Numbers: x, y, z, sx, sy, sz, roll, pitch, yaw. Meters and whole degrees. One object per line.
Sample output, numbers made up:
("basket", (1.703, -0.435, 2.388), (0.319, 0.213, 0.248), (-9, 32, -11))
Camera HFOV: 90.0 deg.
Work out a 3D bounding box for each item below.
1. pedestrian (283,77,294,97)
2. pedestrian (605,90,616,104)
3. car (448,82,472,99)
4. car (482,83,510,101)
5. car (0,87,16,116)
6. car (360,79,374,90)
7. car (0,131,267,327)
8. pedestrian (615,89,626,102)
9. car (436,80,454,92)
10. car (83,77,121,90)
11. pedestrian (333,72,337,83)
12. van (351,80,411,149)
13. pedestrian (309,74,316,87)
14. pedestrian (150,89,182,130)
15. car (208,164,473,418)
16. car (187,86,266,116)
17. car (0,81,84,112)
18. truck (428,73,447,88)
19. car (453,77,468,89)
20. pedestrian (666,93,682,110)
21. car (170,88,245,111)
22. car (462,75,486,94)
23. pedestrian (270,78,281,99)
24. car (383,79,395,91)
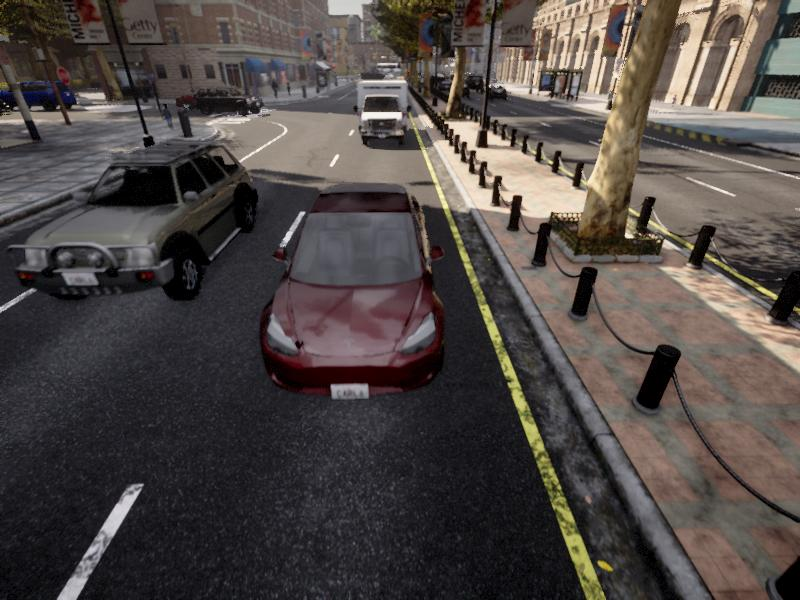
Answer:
("pedestrian", (-12.230, -23.348, 43.890), (0.751, 1.860, 0.751), (-2, 30, -4))
("pedestrian", (18.654, -17.966, 35.418), (0.500, 1.100, 0.500), (4, 30, 7))
("car", (6.664, -23.606, 45.052), (1.837, 1.490, 4.892), (-1, 31, -1))
("car", (10.204, -22.374, 42.954), (1.970, 1.475, 3.806), (0, 30, -1))
("car", (-31.133, -14.176, 28.571), (4.553, 1.767, 2.097), (-6, 31, -10))
("car", (-5.217, -34.203, 63.412), (1.895, 1.301, 4.718), (-1, 30, -1))
("car", (-4.052, -1.603, 6.922), (1.932, 1.855, 4.605), (-1, 30, -1))
("pedestrian", (20.670, -19.169, 37.482), (0.500, 1.100, 0.500), (5, 31, 8))
("car", (6.408, -30.761, 57.427), (1.994, 1.385, 4.181), (-1, 30, -1))
("car", (-46.774, -34.135, 62.956), (1.930, 1.638, 5.238), (-1, 30, -1))
("pedestrian", (-13.504, -46.264, 83.199), (0.751, 1.860, 0.751), (-1, 30, -2))
("van", (-0.812, -9.126, 19.283), (2.351, 2.431, 6.366), (-1, 30, -1))
("pedestrian", (-14.080, -35.127, 64.095), (0.751, 1.860, 0.751), (2, 30, 3))
("pedestrian", (-12.133, -9.896, 20.815), (0.751, 1.860, 0.751), (0, 30, -1))
("car", (-0.524, -0.670, 5.719), (2.163, 1.488, 4.792), (-1, 30, -1))
("car", (-12.341, -14.286, 28.686), (4.605, 1.855, 1.932), (5, 30, 9))
("car", (-29.067, -16.196, 31.784), (5.566, 2.045, 2.150), (-1, 30, -2))
("truck", (6.204, -36.847, 67.158), (2.390, 2.098, 6.274), (-1, 30, -1))
("car", (9.760, -35.054, 64.614), (1.789, 1.549, 3.705), (-1, 30, -1))
("pedestrian", (21.153, -15.312, 30.865), (0.500, 1.100, 0.500), (-4, 30, -7))
("car", (-15.476, -16.320, 32.506), (5.008, 1.535, 1.882), (-6, 31, -10))
("car", (9.971, -29.294, 54.267), (2.150, 2.045, 5.566), (-1, 30, -1))
("pedestrian", (-12.908, -21.889, 41.387), (0.751, 1.860, 0.751), (-6, 31, -10))
("car", (-1.655, -32.552, 60.442), (1.812, 1.442, 4.674), (-1, 30, -1))
